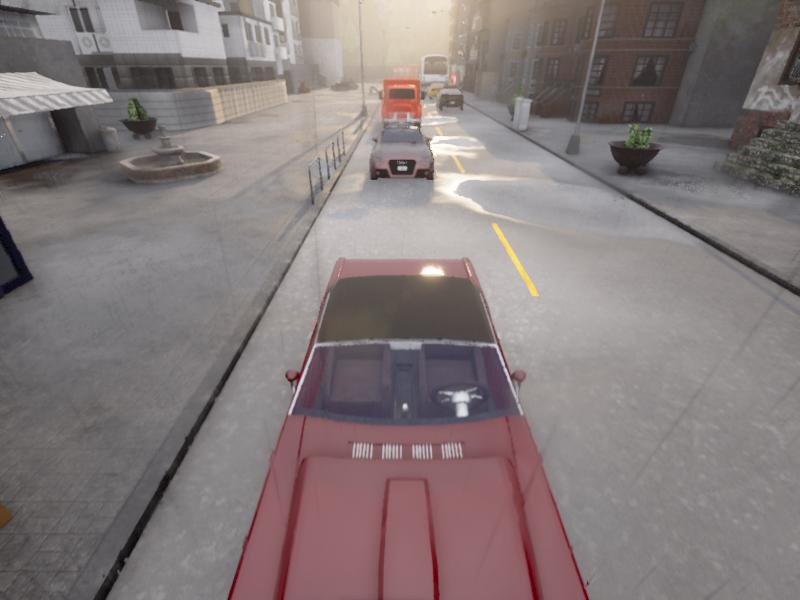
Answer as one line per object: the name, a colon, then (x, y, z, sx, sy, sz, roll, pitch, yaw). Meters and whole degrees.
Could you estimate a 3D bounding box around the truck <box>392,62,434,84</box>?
truck: (2.723, -46.977, 82.842, 8.468, 3.827, 2.891, 0, 30, 0)

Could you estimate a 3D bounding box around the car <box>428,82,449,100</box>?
car: (4.155, -23.087, 44.130, 1.882, 1.535, 5.008, 0, 30, 0)

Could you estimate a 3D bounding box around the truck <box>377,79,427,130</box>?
truck: (0.101, -11.739, 23.764, 2.627, 2.467, 5.204, 0, 29, 0)

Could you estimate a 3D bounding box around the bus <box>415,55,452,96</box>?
bus: (4.059, -28.927, 51.456, 3.944, 4.253, 10.273, 0, 30, 0)

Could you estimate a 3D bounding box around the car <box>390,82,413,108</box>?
car: (0.131, -18.072, 35.175, 1.905, 1.878, 3.866, 0, 30, 0)

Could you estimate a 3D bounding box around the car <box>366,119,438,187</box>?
car: (0.071, -4.978, 13.221, 1.994, 1.385, 4.181, 0, 30, 0)

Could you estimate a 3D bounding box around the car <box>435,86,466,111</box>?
car: (4.126, -16.919, 33.445, 1.930, 1.638, 5.238, 0, 30, 0)

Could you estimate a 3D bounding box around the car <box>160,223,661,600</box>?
car: (0.044, 0.761, 3.450, 1.895, 1.301, 4.718, 0, 30, 0)

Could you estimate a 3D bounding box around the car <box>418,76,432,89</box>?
car: (4.144, -36.235, 66.600, 2.033, 1.649, 4.856, 0, 30, 1)

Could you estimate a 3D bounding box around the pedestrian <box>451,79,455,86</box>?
pedestrian: (9.320, -38.562, 70.846, 0.500, 1.100, 0.500, -11, 32, -18)

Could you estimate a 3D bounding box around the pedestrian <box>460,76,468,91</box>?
pedestrian: (9.034, -30.657, 56.545, 0.751, 1.860, 0.751, 0, 30, 0)

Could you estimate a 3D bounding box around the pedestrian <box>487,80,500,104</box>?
pedestrian: (8.503, -18.951, 36.459, 0.751, 1.860, 0.751, 0, 30, 0)
